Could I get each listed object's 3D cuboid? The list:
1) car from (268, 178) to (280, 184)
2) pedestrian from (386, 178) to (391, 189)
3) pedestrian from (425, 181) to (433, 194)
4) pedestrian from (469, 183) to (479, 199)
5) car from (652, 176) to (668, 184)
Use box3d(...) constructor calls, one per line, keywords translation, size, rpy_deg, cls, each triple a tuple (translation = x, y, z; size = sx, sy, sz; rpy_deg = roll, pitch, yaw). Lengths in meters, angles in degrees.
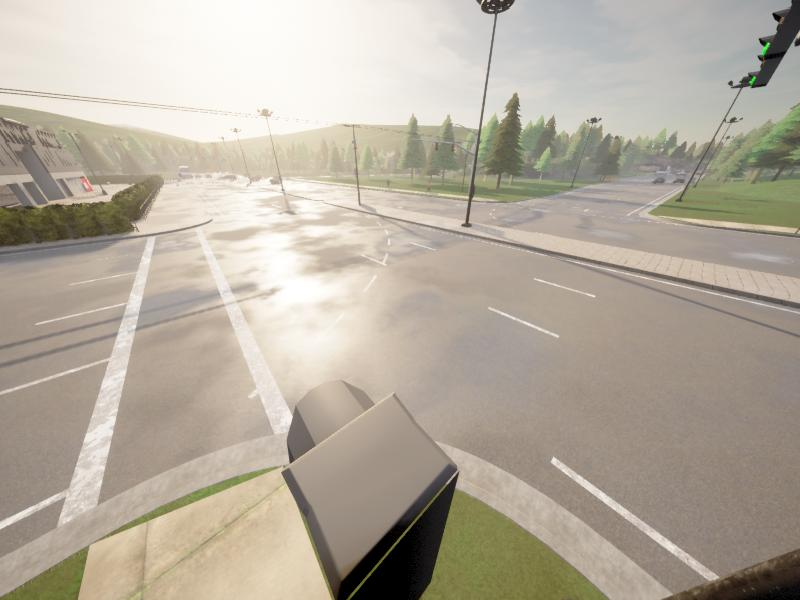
box3d(translation=(-34.527, -32.590, 63.185), size=(1.994, 1.385, 4.181), rpy_deg=(-17, 34, -27), cls="car")
box3d(translation=(-2.293, -22.842, 45.456), size=(0.751, 1.860, 0.751), rpy_deg=(-22, 37, -33), cls="pedestrian")
box3d(translation=(4.760, -18.544, 38.012), size=(0.751, 1.860, 0.751), rpy_deg=(-22, 37, -33), cls="pedestrian")
box3d(translation=(10.291, -15.172, 32.170), size=(0.751, 1.860, 0.751), rpy_deg=(-22, 36, -33), cls="pedestrian")
box3d(translation=(72.780, -33.543, 64.558), size=(4.856, 1.649, 2.033), rpy_deg=(-23, 37, -34), cls="car")
